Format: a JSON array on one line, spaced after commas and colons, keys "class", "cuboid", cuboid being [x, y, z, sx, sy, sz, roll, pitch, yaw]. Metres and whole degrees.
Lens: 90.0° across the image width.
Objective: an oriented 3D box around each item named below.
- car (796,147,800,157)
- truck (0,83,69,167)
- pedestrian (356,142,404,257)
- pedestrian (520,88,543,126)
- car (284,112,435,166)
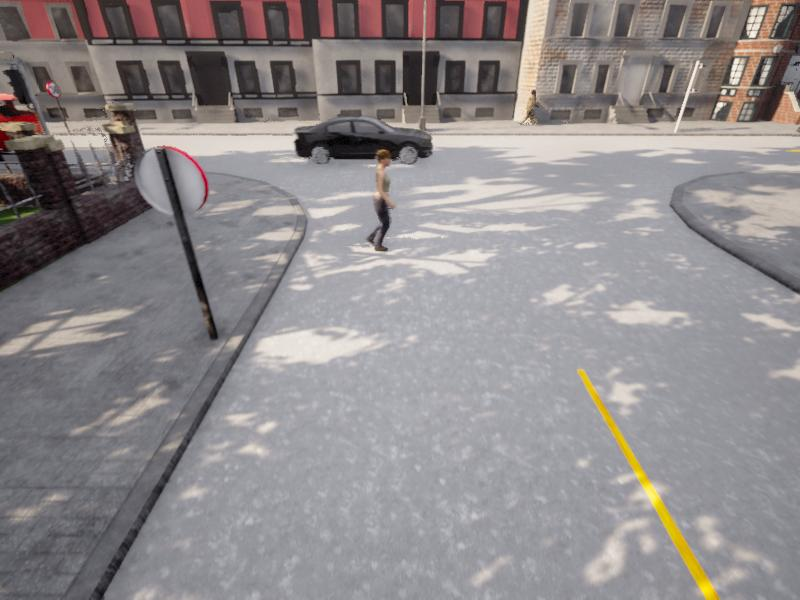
[{"class": "car", "cuboid": [17.710, -5.749, 14.381, 4.674, 1.442, 1.812, 0, 30, 0]}, {"class": "truck", "cuboid": [-15.901, -6.312, 14.321, 5.204, 2.467, 2.627, 0, 30, 0]}, {"class": "pedestrian", "cuboid": [-0.320, -1.765, 7.117, 0.751, 1.860, 0.751, 0, 30, 0]}, {"class": "pedestrian", "cuboid": [7.209, -10.610, 22.016, 0.751, 1.860, 0.751, 1, 30, 2]}, {"class": "car", "cuboid": [-1.327, -5.859, 14.474, 5.008, 1.535, 1.882, 0, 30, 0]}]
